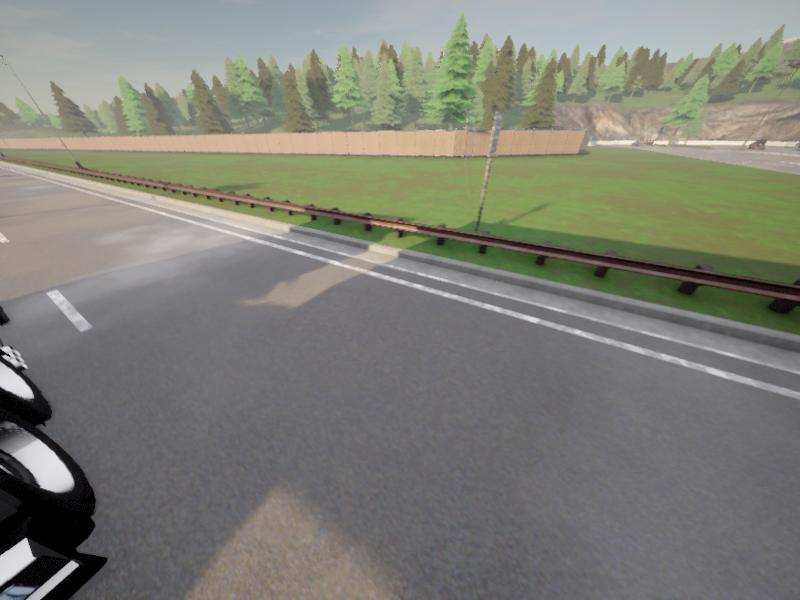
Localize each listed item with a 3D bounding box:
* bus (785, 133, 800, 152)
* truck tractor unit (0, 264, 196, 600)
[{"bbox_3d":[73.719,-27.470,39.095,3.944,4.253,10.273,19,39,25],"label":"bus"},{"bbox_3d":[-5.110,-0.300,0.789,6.516,4.208,3.053,18,39,24],"label":"truck tractor unit"}]
